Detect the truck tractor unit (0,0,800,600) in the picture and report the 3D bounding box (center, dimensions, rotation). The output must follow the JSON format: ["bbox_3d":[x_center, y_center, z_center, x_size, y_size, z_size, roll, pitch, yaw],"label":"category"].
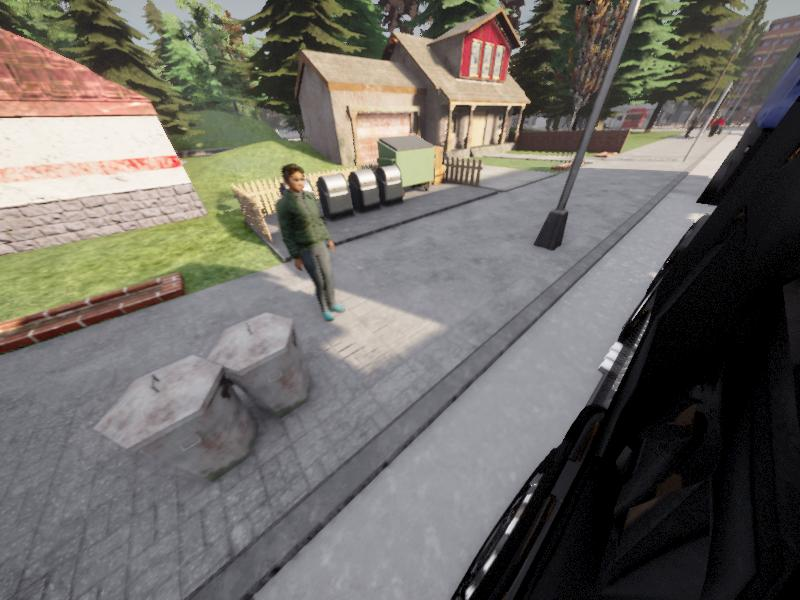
[{"bbox_3d":[2.645,-0.295,0.351,6.516,4.208,3.053,-28,44,-30],"label":"truck tractor unit"}]

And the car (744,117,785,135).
[{"bbox_3d":[39.806,-19.101,25.325,4.193,1.474,1.816,-29,44,-30],"label":"car"}]

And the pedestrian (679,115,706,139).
[{"bbox_3d":[28.478,-16.854,22.517,0.751,1.860,0.751,-20,40,-22],"label":"pedestrian"}]

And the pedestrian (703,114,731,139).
[{"bbox_3d":[29.416,-16.114,21.472,0.751,1.860,0.751,27,46,34],"label":"pedestrian"}]

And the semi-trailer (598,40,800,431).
[{"bbox_3d":[8.692,-3.614,4.226,14.254,4.402,2.717,-28,44,-30],"label":"semi-trailer"}]

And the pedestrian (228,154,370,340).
[{"bbox_3d":[-0.987,-0.561,2.691,0.751,1.860,0.751,22,43,29],"label":"pedestrian"}]
